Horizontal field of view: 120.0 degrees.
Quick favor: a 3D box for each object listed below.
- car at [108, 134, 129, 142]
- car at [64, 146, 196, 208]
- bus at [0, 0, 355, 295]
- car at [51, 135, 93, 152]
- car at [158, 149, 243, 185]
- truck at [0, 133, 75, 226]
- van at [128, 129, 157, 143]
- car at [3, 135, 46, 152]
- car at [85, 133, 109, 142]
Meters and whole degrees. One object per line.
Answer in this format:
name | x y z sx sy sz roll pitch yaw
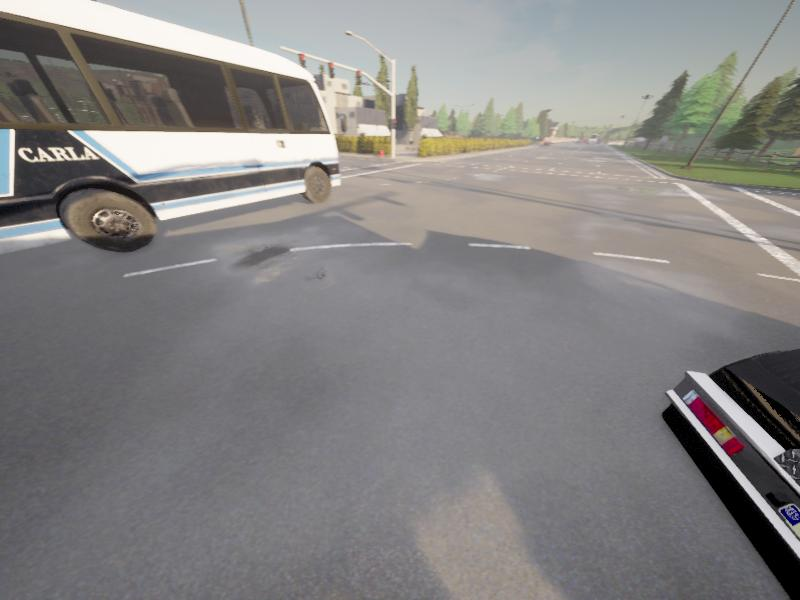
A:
car | -65.050 -37.421 53.388 4.674 1.442 1.812 22 40 26
car | -11.420 -5.383 9.779 5.027 1.651 2.152 22 41 26
bus | -6.302 -4.408 6.289 3.944 4.253 10.273 20 40 24
car | -41.903 -20.061 29.528 4.856 1.649 2.033 22 41 27
car | -11.475 -7.770 13.341 4.181 1.385 1.994 21 40 25
truck | -14.017 -4.173 7.603 6.274 2.098 2.390 22 41 26
van | -59.741 -38.134 53.684 6.366 2.431 2.351 22 41 27
car | -46.497 -19.429 28.604 4.974 1.542 2.038 22 41 27
car | -66.770 -35.720 50.843 4.974 1.542 2.038 22 40 26
